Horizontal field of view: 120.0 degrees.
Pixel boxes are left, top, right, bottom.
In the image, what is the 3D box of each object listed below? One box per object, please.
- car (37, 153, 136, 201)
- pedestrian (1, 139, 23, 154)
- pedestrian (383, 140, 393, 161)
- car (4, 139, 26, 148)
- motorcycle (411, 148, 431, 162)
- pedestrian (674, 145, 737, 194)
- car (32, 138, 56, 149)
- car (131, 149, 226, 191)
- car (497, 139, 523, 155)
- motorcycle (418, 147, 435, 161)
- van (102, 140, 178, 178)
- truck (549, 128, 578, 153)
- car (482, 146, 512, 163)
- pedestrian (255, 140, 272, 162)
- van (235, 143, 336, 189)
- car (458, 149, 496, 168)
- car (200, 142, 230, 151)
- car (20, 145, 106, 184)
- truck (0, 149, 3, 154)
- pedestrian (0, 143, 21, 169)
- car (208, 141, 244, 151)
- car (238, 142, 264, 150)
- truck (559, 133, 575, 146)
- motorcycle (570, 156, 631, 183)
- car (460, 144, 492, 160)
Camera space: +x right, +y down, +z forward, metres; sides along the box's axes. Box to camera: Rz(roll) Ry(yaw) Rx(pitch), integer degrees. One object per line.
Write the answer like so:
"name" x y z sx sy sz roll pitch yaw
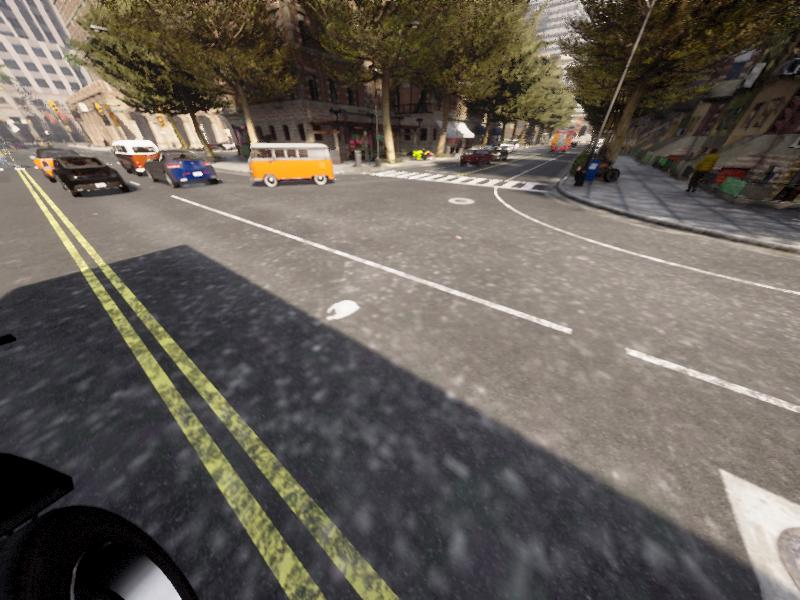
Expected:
"car" -15.192 -6.084 11.174 4.892 1.490 1.837 22 41 28
"pedestrian" -58.522 -23.229 34.896 0.751 1.860 0.751 -26 43 -33
"pedestrian" -1.267 -16.376 25.269 0.751 1.860 0.751 22 41 28
"car" -85.476 -34.743 51.316 5.238 1.638 1.930 23 41 29
"motorcycle" 2.269 -15.756 25.061 2.033 1.145 0.803 3 45 4
"pedestrian" 13.716 -5.893 10.468 0.751 1.860 0.751 16 38 21
"car" -75.800 -33.333 49.169 4.605 1.855 1.932 22 41 28
"car" -12.618 -7.548 13.160 5.027 1.651 2.152 22 41 28
"car" 19.132 -26.723 40.260 2.435 2.045 5.566 22 41 28
"motorcycle" 2.950 -16.254 25.701 1.805 1.236 0.856 3 35 4
"van" -18.308 -10.031 16.289 4.480 2.038 2.069 22 41 28
"truck" 32.827 -32.028 46.339 2.891 3.827 8.468 22 41 28
"car" 11.415 -17.179 27.134 1.970 1.475 3.806 23 41 28
"pedestrian" -13.716 -15.041 23.289 0.751 1.860 0.751 23 41 28
"van" -6.023 -7.511 12.836 4.442 1.987 1.775 -10 36 -14
"car" 7.667 -14.062 22.837 1.895 1.301 4.718 22 41 28
"car" -36.984 -30.814 46.288 1.994 1.385 4.181 22 41 28
"car" -20.973 -8.553 14.384 4.553 1.767 2.097 22 41 28
"truck" -64.388 -23.987 35.448 5.204 2.467 2.627 22 41 28
"pedestrian" -32.014 -11.608 18.555 0.751 1.860 0.751 25 42 30
"car" -33.814 -29.972 44.971 2.038 1.542 4.974 22 41 28
"car" -32.886 -34.125 51.019 1.994 1.385 4.181 23 41 29
"truck" 59.612 -57.287 82.407 2.891 3.827 8.468 22 41 28
"motorcycle" 11.495 -7.520 13.348 2.356 1.277 0.764 3 25 4
"car" 10.289 -19.986 31.130 2.231 1.521 4.892 22 41 28
